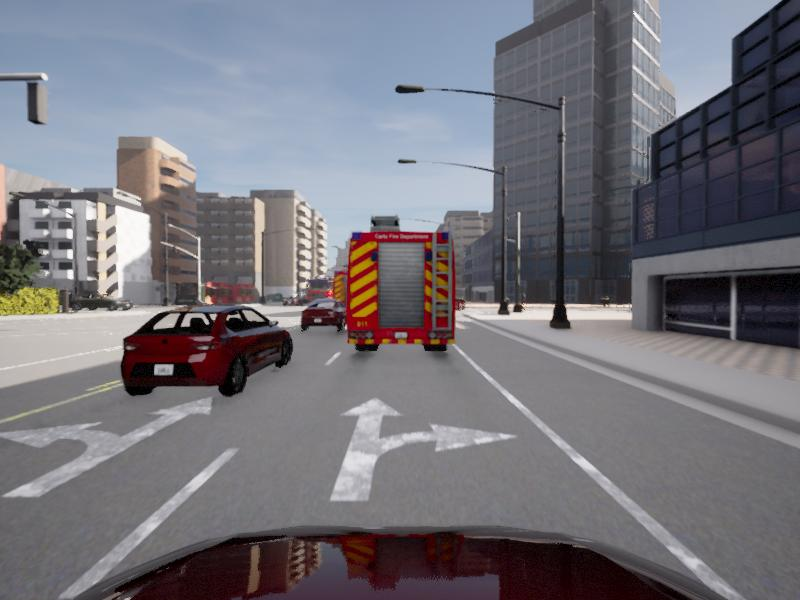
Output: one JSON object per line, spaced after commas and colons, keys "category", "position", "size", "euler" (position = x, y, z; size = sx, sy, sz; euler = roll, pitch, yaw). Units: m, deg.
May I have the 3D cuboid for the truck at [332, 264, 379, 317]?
{"category": "truck", "position": [-3.444, -0.793, 33.185], "size": [2.891, 3.827, 8.468], "euler": [0, 1, 0]}

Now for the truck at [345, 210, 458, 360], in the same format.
{"category": "truck", "position": [0.037, -0.446, 14.486], "size": [2.891, 3.827, 8.468], "euler": [0, 1, 0]}

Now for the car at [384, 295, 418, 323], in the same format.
{"category": "car", "position": [0.080, 0.510, 25.869], "size": [2.038, 1.542, 4.974], "euler": [0, 1, 1]}

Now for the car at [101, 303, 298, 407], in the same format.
{"category": "car", "position": [-3.489, 0.821, 7.979], "size": [1.816, 1.474, 4.193], "euler": [0, 0, 0]}

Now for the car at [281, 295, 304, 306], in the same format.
{"category": "car", "position": [-13.921, 0.056, 52.231], "size": [1.970, 1.475, 3.806], "euler": [0, 1, 0]}

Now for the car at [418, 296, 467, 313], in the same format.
{"category": "car", "position": [3.791, 0.392, 35.410], "size": [4.181, 1.385, 1.994], "euler": [-1, 1, -42]}

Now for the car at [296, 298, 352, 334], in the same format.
{"category": "car", "position": [-3.474, 0.664, 19.203], "size": [1.812, 1.442, 4.674], "euler": [0, 1, 0]}

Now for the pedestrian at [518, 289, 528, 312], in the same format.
{"category": "pedestrian", "position": [10.033, 0.024, 32.628], "size": [0.751, 1.860, 0.751], "euler": [0, 1, 15]}

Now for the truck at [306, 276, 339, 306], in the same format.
{"category": "truck", "position": [-10.433, -1.145, 54.884], "size": [2.891, 3.827, 8.468], "euler": [0, 1, 0]}

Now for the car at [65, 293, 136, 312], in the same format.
{"category": "car", "position": [-27.744, 0.218, 37.170], "size": [5.027, 1.651, 2.152], "euler": [0, 1, 1]}
